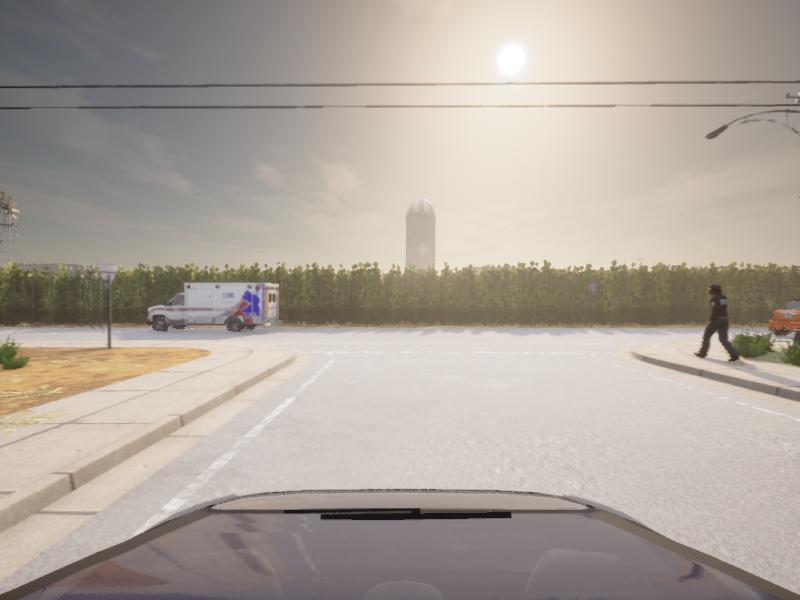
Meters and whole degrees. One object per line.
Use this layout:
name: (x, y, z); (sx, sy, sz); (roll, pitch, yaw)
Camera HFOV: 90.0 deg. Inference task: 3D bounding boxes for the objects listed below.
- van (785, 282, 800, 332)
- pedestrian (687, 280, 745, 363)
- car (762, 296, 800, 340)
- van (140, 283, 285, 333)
van: (23.331, 0.338, 20.162); (5.915, 2.561, 1.988); (0, 0, 1)
pedestrian: (7.346, 0.479, 9.330); (0.751, 1.860, 0.751); (0, 0, -9)
car: (18.402, 0.712, 16.732); (4.553, 1.767, 2.097); (0, 0, 1)
van: (-9.486, 0.393, 20.655); (6.366, 2.431, 2.351); (0, 0, 1)
